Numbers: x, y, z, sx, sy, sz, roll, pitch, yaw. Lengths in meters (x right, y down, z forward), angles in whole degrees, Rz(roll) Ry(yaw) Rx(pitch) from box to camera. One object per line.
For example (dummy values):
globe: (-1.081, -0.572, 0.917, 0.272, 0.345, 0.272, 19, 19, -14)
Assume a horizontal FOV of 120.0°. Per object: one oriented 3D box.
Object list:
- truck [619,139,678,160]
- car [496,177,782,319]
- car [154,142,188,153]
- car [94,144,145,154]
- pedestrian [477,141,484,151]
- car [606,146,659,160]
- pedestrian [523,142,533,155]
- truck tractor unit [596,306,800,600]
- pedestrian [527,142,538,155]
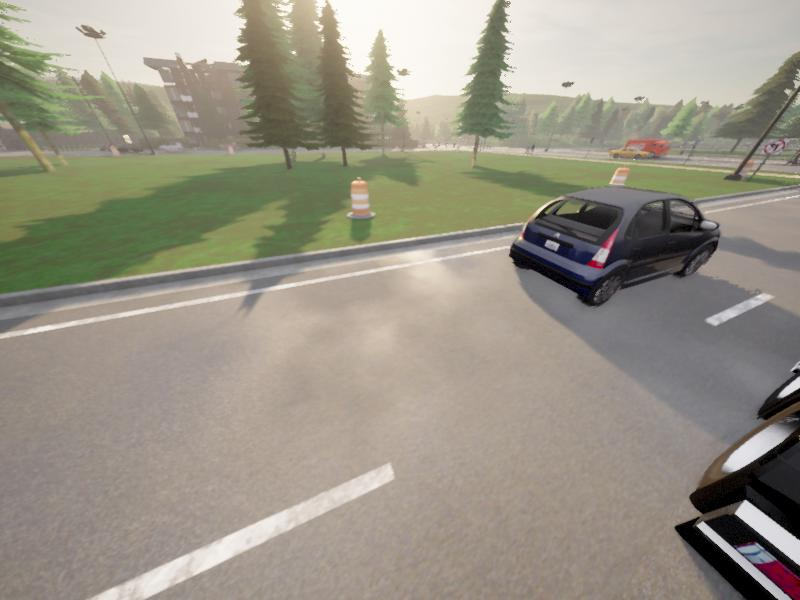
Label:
truck: (38.404, -23.526, 35.988, 2.627, 2.467, 5.204, -12, 37, -18)
car: (4.283, -1.277, 4.472, 3.988, 1.617, 1.851, -13, 37, -18)
car: (-40.350, -27.039, 40.892, 3.633, 1.501, 1.845, -12, 37, -18)
car: (-44.199, -23.928, 36.593, 4.718, 1.301, 1.895, -13, 37, -18)
pedestrian: (17.015, -32.579, 48.917, 0.751, 1.860, 0.751, -10, 36, -15)
car: (35.146, -22.443, 35.173, 1.801, 1.575, 5.366, -12, 37, -18)
pedestrian: (21.529, -25.578, 38.947, 0.751, 1.860, 0.751, -10, 36, -14)
truck tractor unit: (5.182, -0.222, 0.680, 6.516, 4.208, 3.053, -15, 38, -21)
pedestrian: (21.815, -24.884, 37.956, 0.751, 1.860, 0.751, -9, 36, -13)
